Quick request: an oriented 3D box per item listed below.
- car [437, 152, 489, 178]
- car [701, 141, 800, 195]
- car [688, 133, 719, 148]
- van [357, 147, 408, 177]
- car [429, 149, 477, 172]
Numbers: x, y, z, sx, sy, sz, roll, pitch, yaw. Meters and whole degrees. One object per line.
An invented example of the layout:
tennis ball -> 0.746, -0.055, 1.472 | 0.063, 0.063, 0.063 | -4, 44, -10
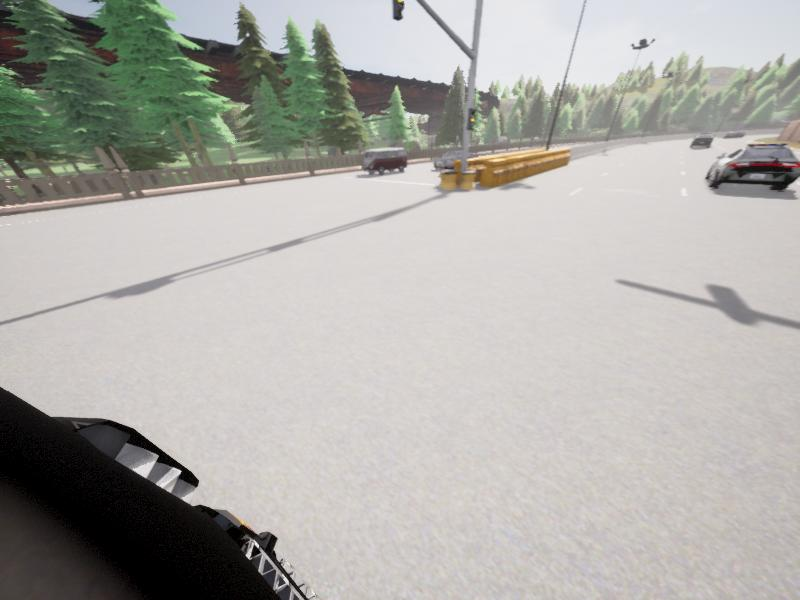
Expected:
car -> 4.983, -10.677, 18.187 | 1.994, 1.385, 4.181 | 27, 44, 37
car -> 15.311, -5.898, 10.085 | 2.038, 1.542, 4.974 | 27, 44, 37
car -> 42.060, -22.225, 32.155 | 5.238, 1.638, 1.930 | -31, 42, -35
van -> -1.410, -12.636, 21.066 | 1.775, 1.987, 4.442 | 27, 44, 37
car -> 5.175, -13.647, 22.467 | 2.128, 1.511, 4.902 | 27, 44, 37
